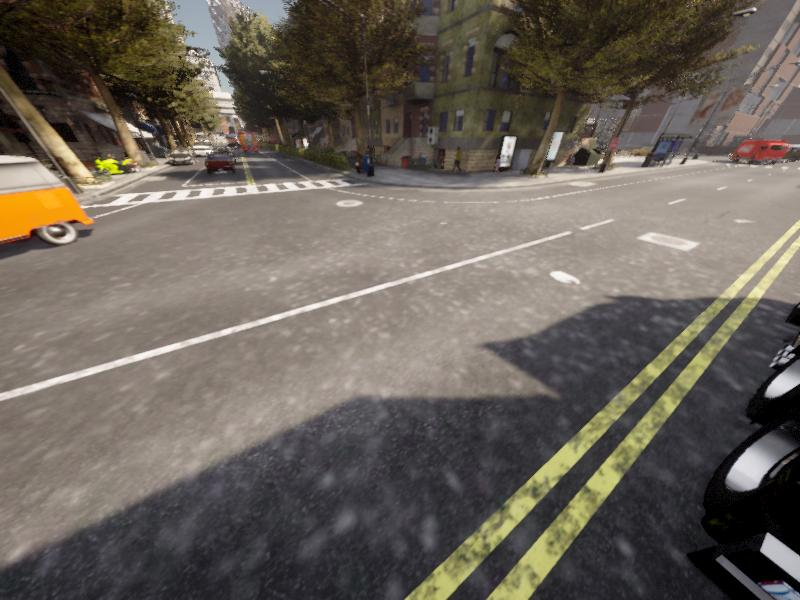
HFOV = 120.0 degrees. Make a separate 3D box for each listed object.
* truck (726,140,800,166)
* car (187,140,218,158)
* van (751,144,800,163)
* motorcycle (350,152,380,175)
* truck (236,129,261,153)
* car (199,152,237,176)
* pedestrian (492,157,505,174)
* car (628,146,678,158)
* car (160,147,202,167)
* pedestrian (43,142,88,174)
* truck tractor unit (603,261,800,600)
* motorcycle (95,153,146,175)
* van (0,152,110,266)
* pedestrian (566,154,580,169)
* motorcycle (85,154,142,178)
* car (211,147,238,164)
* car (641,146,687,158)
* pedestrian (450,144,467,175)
[{"bbox_3d":[44.326,-18.124,28.357,2.627,2.467,5.204,18,38,22],"label":"truck"},{"bbox_3d":[-29.411,-22.666,34.618,2.435,2.045,5.566,-18,39,-24],"label":"car"},{"bbox_3d":[53.618,-20.493,32.225,2.069,2.038,4.480,-18,39,-24],"label":"van"},{"bbox_3d":[-2.606,-10.489,17.751,0.764,1.277,2.356,9,35,30],"label":"motorcycle"},{"bbox_3d":[-30.946,-32.413,47.080,2.891,3.827,8.468,-18,39,-24],"label":"truck"},{"bbox_3d":[-14.674,-11.213,18.904,1.895,1.301,4.718,-18,39,-24],"label":"car"},{"bbox_3d":[7.459,-10.206,17.513,0.500,1.100,0.500,-6,35,-9],"label":"pedestrian"},{"bbox_3d":[43.990,-25.921,40.357,1.801,1.575,5.366,-18,39,-24],"label":"car"},{"bbox_3d":[-22.824,-15.110,24.301,2.231,1.521,4.892,-18,39,-24],"label":"car"},{"bbox_3d":[-23.306,-9.907,16.142,0.751,1.860,0.751,-12,37,-17],"label":"pedestrian"},{"bbox_3d":[5.107,-0.303,0.797,6.516,4.208,3.053,-18,39,-25],"label":"truck tractor unit"},{"bbox_3d":[-19.923,-9.758,16.541,0.856,1.236,1.805,18,39,24],"label":"motorcycle"},{"bbox_3d":[-9.569,-1.529,4.395,1.775,1.987,4.442,5,35,7],"label":"van"},{"bbox_3d":[15.738,-12.620,21.062,0.500,1.100,0.500,-18,39,-24],"label":"pedestrian"},{"bbox_3d":[-19.474,-9.176,15.779,0.803,1.145,2.033,27,42,18],"label":"motorcycle"},{"bbox_3d":[-20.492,-17.066,27.124,1.970,1.475,3.806,-18,39,-24],"label":"car"},{"bbox_3d":[47.242,-26.674,41.536,2.128,1.511,4.902,-18,39,-24],"label":"car"},{"bbox_3d":[4.238,-10.185,16.787,0.751,1.860,0.751,-5,35,-8],"label":"pedestrian"}]
